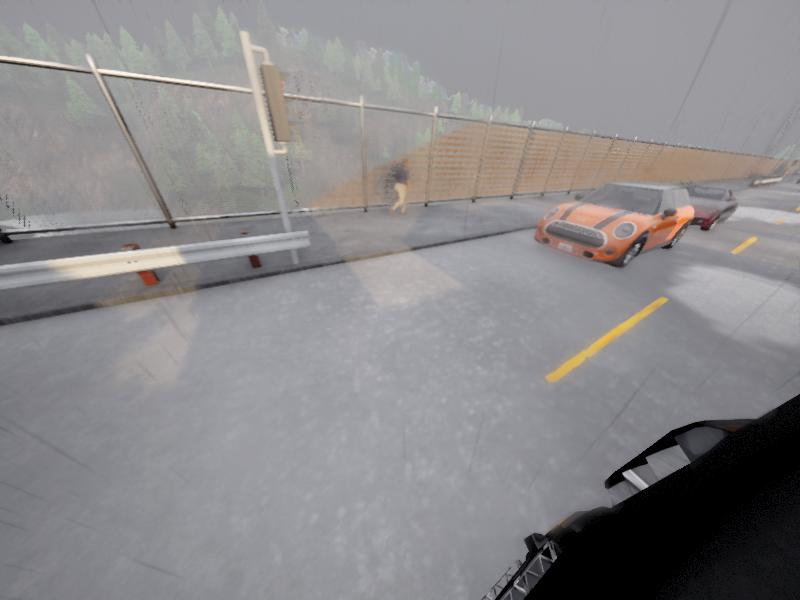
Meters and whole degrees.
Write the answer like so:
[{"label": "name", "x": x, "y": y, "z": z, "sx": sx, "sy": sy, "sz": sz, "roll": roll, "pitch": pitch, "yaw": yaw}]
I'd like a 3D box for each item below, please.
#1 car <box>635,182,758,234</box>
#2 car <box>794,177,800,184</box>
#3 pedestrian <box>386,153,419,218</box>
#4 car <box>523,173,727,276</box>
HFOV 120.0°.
[{"label": "car", "x": 12.329, "y": -3.980, "z": 9.635, "sx": 4.181, "sy": 1.385, "sz": 1.994, "roll": -16, "pitch": 38, "yaw": -26}, {"label": "car", "x": 62.945, "y": -18.515, "z": 35.087, "sx": 5.027, "sy": 1.651, "sz": 2.152, "roll": -15, "pitch": 37, "yaw": -25}, {"label": "pedestrian", "x": 0.058, "y": -3.860, "z": 7.861, "sx": 0.751, "sy": 1.860, "sz": 0.751, "roll": -17, "pitch": 38, "yaw": -27}, {"label": "car", "x": 6.010, "y": -2.327, "z": 6.287, "sx": 4.553, "sy": 1.767, "sz": 2.097, "roll": -16, "pitch": 38, "yaw": -26}]
